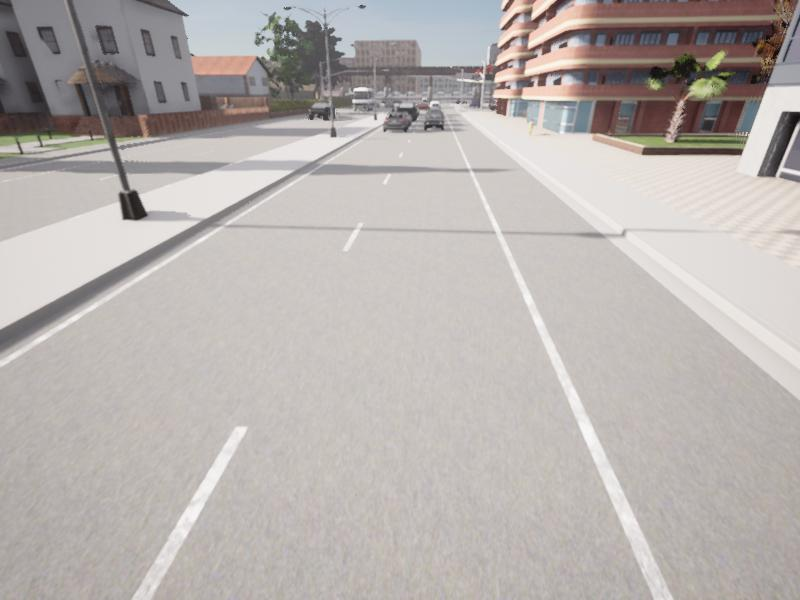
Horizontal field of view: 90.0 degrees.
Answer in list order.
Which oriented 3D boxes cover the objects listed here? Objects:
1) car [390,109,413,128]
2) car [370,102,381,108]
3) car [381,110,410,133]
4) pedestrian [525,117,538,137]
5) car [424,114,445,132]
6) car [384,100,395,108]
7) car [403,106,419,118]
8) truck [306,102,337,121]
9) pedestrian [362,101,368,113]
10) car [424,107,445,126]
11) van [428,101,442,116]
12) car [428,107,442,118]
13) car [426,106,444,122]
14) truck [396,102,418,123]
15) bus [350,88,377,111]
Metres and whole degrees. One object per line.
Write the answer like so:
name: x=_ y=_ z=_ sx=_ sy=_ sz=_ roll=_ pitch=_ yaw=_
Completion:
car: x=0.222 y=-19.659 z=43.219 sx=2.038 sy=1.542 sz=4.974 roll=2 pitch=27 yaw=4
car: x=-6.111 y=-48.981 z=100.466 sx=1.994 sy=1.385 sz=4.181 roll=2 pitch=27 yaw=4
car: x=-0.327 y=-16.620 z=37.153 sx=2.242 sy=1.667 sz=4.611 roll=2 pitch=27 yaw=4
pedestrian: x=9.922 y=-13.090 z=30.252 sx=0.751 sy=1.300 sz=0.751 roll=9 pitch=29 yaw=17
car: x=3.303 y=-17.124 z=38.531 sx=1.895 sy=1.301 sz=4.718 roll=2 pitch=27 yaw=4
car: x=-2.613 y=-49.086 z=100.223 sx=2.097 sy=1.767 sz=4.553 roll=2 pitch=27 yaw=4
car: x=1.639 y=-27.653 z=58.772 sx=2.038 sy=1.542 sz=4.974 roll=2 pitch=27 yaw=4
truck: x=-10.377 y=-25.201 z=53.423 sx=2.390 sy=2.098 sz=6.274 roll=2 pitch=27 yaw=4
pedestrian: x=-6.590 y=-36.213 z=75.050 sx=0.751 sy=1.860 sz=0.751 roll=5 pitch=28 yaw=9
car: x=3.858 y=-20.489 z=44.533 sx=2.097 sy=1.767 sz=4.553 roll=2 pitch=27 yaw=4
van: x=5.731 y=-31.452 z=65.567 sx=2.069 sy=2.038 sz=4.480 roll=2 pitch=27 yaw=4
car: x=5.157 y=-27.600 z=58.916 sx=1.895 sy=1.301 sz=4.718 roll=2 pitch=27 yaw=4
car: x=4.501 y=-24.060 z=51.671 sx=2.152 sy=1.651 sz=5.027 roll=2 pitch=27 yaw=4
truck: x=0.927 y=-23.898 z=50.847 sx=2.390 sy=2.098 sz=6.274 roll=2 pitch=27 yaw=4
bus: x=-7.422 y=-42.180 z=84.093 sx=3.944 sy=4.253 sz=10.273 roll=2 pitch=27 yaw=4
